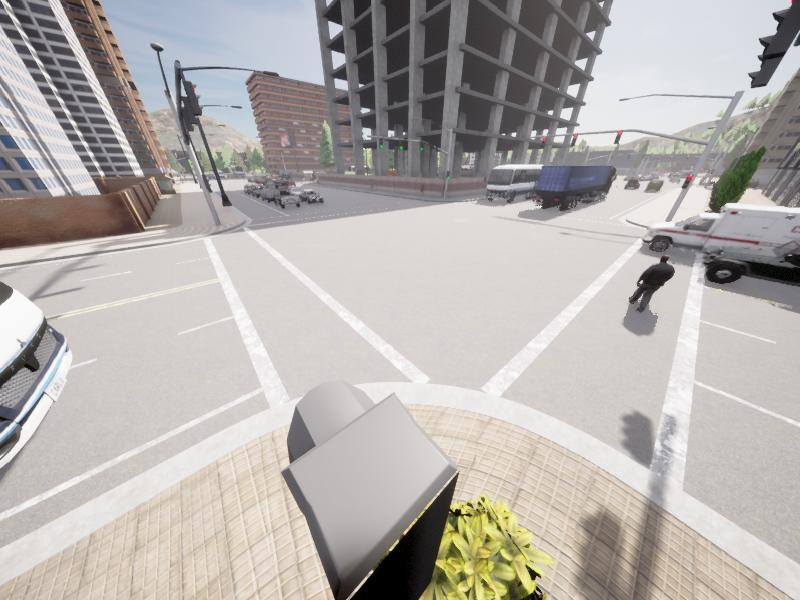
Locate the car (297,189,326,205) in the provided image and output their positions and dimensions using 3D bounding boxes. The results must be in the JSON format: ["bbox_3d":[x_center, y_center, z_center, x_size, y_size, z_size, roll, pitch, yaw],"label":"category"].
[{"bbox_3d":[-11.249,-13.098,29.215,1.970,1.475,3.806,-22,37,-33],"label":"car"}]

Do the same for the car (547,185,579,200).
[{"bbox_3d":[23.938,-15.821,33.898,4.902,1.511,2.128,-23,37,-34],"label":"car"}]

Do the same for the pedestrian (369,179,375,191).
[{"bbox_3d":[-5.156,-21.120,42.373,0.751,1.860,0.751,-21,36,-32],"label":"pedestrian"}]

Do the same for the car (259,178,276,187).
[{"bbox_3d":[-31.900,-28.376,55.530,2.033,1.649,4.856,-23,37,-34],"label":"car"}]

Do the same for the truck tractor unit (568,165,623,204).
[{"bbox_3d":[25.945,-15.550,30.711,6.516,4.208,3.053,-23,37,-34],"label":"truck tractor unit"}]

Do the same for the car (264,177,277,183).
[{"bbox_3d":[-36.558,-33.798,65.239,1.895,1.301,4.718,-22,37,-34],"label":"car"}]

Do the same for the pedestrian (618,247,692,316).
[{"bbox_3d":[7.668,-0.567,7.079,0.751,1.860,0.751,18,34,28],"label":"pedestrian"}]

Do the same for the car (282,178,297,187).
[{"bbox_3d":[-25.845,-27.432,53.966,1.789,1.549,3.705,-23,37,-34],"label":"car"}]

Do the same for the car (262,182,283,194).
[{"bbox_3d":[-22.848,-20.105,41.335,1.837,1.490,4.892,-22,37,-33],"label":"car"}]

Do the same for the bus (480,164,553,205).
[{"bbox_3d":[15.792,-15.784,31.093,10.273,4.253,3.944,-23,37,-34],"label":"bus"}]

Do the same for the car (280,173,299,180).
[{"bbox_3d":[-39.384,-44.212,82.543,5.566,2.045,2.150,-23,37,-34],"label":"car"}]

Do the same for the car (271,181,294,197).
[{"bbox_3d":[-18.776,-17.815,36.971,1.905,1.878,3.866,-23,37,-34],"label":"car"}]

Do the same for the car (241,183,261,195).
[{"bbox_3d":[-25.067,-18.693,38.909,1.816,1.474,4.193,-22,37,-34],"label":"car"}]

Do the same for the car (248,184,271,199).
[{"bbox_3d":[-21.131,-16.369,34.750,1.851,1.617,3.988,-22,37,-34],"label":"car"}]

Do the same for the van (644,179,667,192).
[{"bbox_3d":[48.187,-21.673,43.560,4.442,1.987,1.775,-23,37,-34],"label":"van"}]

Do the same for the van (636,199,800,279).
[{"bbox_3d":[16.073,-3.007,10.786,2.351,2.431,6.366,-23,37,-34],"label":"van"}]

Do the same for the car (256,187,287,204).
[{"bbox_3d":[-17.016,-13.831,30.482,2.163,1.488,4.792,-23,37,-34],"label":"car"}]

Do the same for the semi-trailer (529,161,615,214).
[{"bbox_3d":[19.890,-13.083,26.245,14.254,4.402,2.717,-23,37,-34],"label":"semi-trailer"}]

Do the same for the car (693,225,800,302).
[{"bbox_3d":[14.046,-1.270,8.314,1.905,1.878,3.866,-23,37,-34],"label":"car"}]

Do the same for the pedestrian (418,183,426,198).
[{"bbox_3d":[3.184,-15.699,32.985,0.751,1.860,0.751,-20,36,-31],"label":"pedestrian"}]

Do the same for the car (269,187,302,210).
[{"bbox_3d":[-13.065,-11.646,26.299,1.932,1.855,4.605,-21,36,-32],"label":"car"}]

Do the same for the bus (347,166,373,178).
[{"bbox_3d":[-16.947,-54.637,98.379,10.273,4.253,3.944,-23,37,-34],"label":"bus"}]

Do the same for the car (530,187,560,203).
[{"bbox_3d":[19.024,-13.768,30.300,3.705,1.549,1.789,-23,37,-34],"label":"car"}]

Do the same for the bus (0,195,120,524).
[{"bbox_3d":[-9.885,1.753,0.719,10.273,4.253,3.944,-23,37,-34],"label":"bus"}]

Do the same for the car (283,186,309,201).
[{"bbox_3d":[-14.901,-15.280,33.028,1.812,1.442,4.674,-22,37,-34],"label":"car"}]
